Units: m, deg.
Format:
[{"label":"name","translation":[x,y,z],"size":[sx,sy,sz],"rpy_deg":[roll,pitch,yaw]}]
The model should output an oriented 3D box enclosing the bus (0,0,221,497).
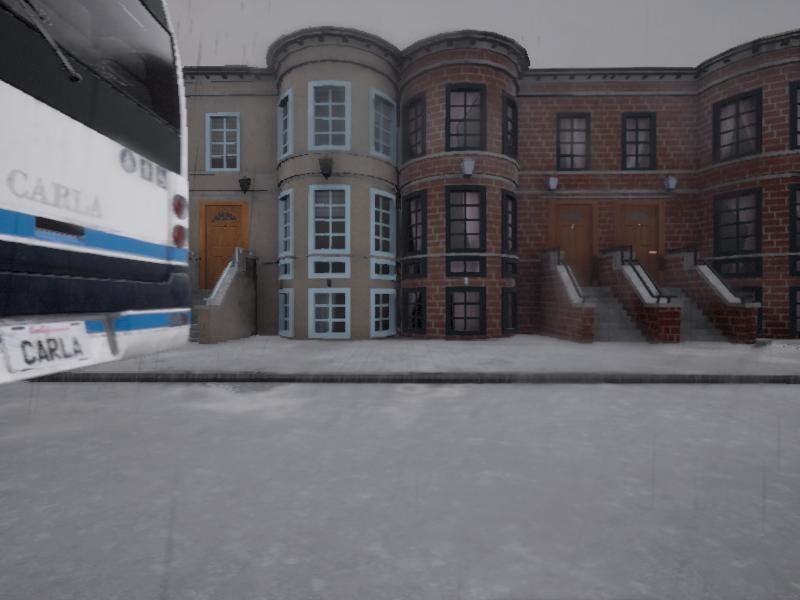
[{"label":"bus","translation":[-7.201,-1.127,2.645],"size":[10.273,4.253,3.944],"rpy_deg":[0,0,1]}]
